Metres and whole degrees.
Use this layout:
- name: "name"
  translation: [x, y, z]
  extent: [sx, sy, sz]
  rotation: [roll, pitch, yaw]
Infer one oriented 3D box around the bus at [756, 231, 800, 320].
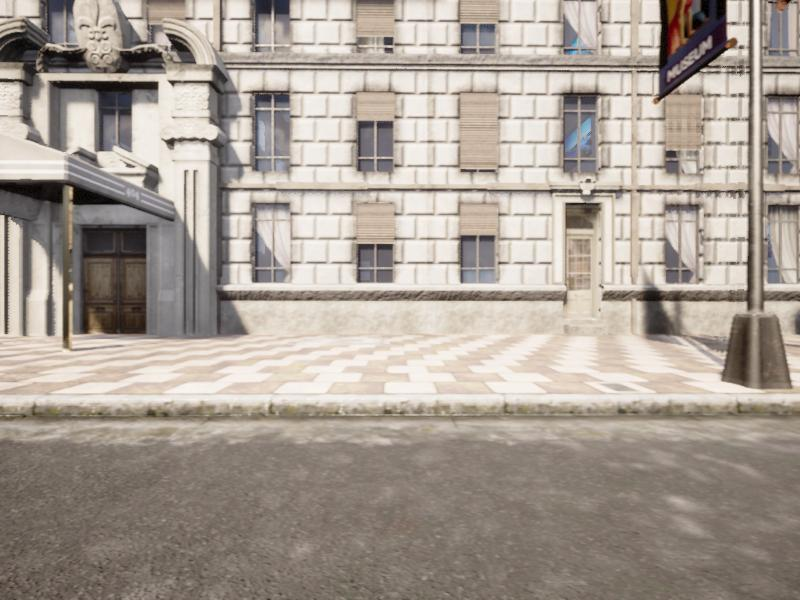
- name: "bus"
  translation: [21.131, -1.125, 16.304]
  extent: [3.944, 4.253, 10.273]
  rotation: [0, 1, -1]
